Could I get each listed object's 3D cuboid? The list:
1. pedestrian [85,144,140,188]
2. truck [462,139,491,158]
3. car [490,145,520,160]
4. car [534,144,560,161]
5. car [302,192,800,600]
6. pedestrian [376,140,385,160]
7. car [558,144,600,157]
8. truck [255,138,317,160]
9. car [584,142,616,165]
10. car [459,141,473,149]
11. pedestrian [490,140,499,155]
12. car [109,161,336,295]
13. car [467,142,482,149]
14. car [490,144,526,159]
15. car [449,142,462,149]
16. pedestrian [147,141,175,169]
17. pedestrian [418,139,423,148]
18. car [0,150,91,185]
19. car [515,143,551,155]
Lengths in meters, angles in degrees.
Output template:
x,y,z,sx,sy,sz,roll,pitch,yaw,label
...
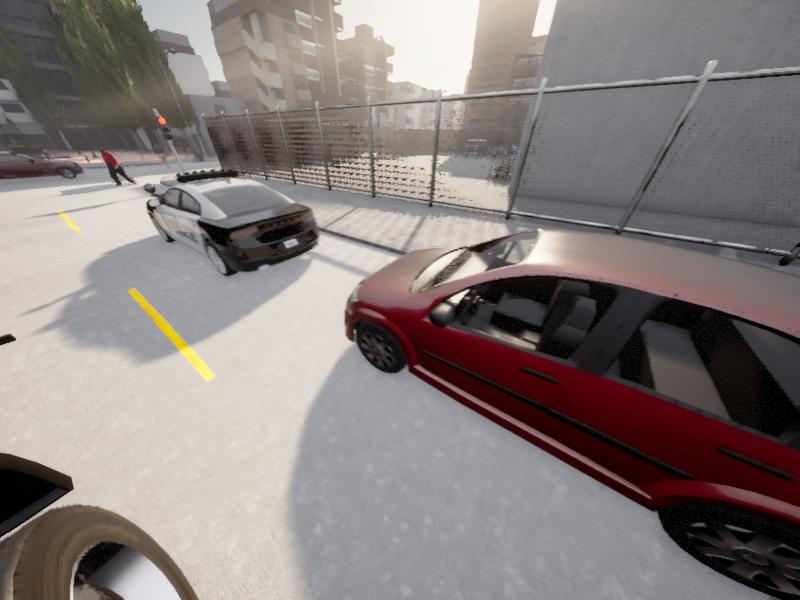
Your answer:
x,y,z,sx,sy,sz,roll,pitch,yaw,label
-14.640,-6.854,11.829,0.751,1.860,0.751,4,35,5,pedestrian
10.563,-20.854,31.683,2.069,2.038,4.478,22,41,28,truck
13.720,-19.205,29.915,2.033,1.415,5.357,22,41,28,car
17.798,-17.893,27.987,1.845,1.501,3.633,22,41,28,car
1.287,0.201,2.240,3.988,1.617,1.851,22,41,27,car
-2.133,-16.501,25.444,0.751,1.860,0.751,13,37,17,pedestrian
28.036,-23.555,36.264,4.892,1.490,1.837,22,40,27,car
-13.857,-18.776,28.571,2.390,2.098,6.274,22,40,27,truck
21.472,-15.893,24.892,1.905,1.878,3.866,22,41,28,car
19.415,-45.745,68.152,2.152,1.651,5.027,22,41,28,car
14.530,-23.482,35.493,0.751,1.860,0.751,23,41,29,pedestrian
-4.167,-2.076,5.387,5.238,1.638,1.930,22,40,27,car
20.757,-42.839,63.985,2.033,1.411,5.357,22,41,28,car
13.815,-19.113,29.661,3.705,1.547,1.789,22,41,28,car
15.152,-42.252,63.113,1.970,1.475,3.806,22,41,28,car
-19.266,-11.698,18.651,0.751,1.860,0.751,23,41,28,pedestrian
5.061,-38.910,57.271,0.751,1.860,0.751,17,38,22,pedestrian
-22.038,-7.679,13.332,1.812,1.442,4.674,22,41,28,car
22.585,-25.810,39.394,4.902,1.511,2.128,21,40,27,car
